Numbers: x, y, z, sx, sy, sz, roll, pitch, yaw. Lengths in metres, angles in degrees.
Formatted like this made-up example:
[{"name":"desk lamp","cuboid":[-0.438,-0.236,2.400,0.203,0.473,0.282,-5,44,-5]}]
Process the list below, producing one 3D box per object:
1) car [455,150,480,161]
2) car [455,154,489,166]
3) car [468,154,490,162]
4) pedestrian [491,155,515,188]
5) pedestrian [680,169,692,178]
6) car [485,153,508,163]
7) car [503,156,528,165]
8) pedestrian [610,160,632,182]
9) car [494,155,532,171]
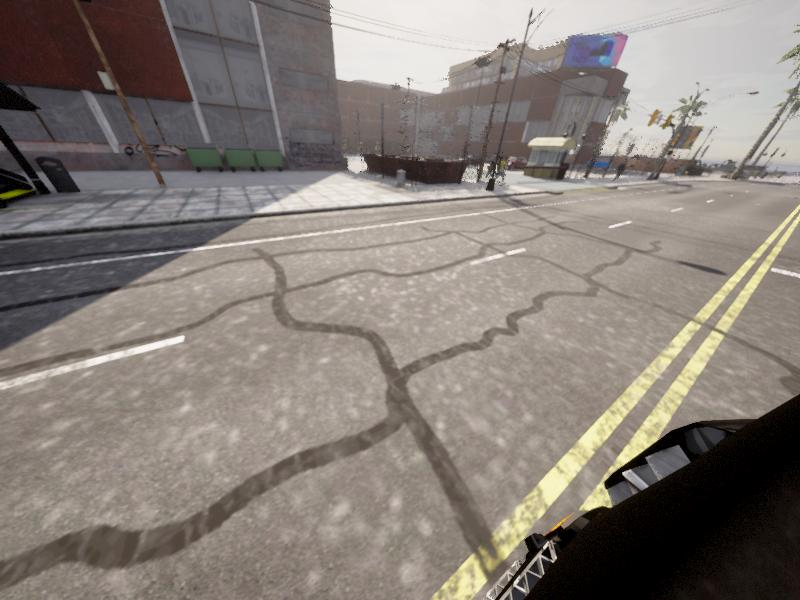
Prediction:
[{"name":"car","cuboid":[16.726,-35.547,57.012,5.566,2.045,2.435,-17,38,-27]},{"name":"car","cuboid":[11.664,-22.624,37.405,5.008,1.535,2.097,-17,38,-27]},{"name":"car","cuboid":[18.712,-33.665,54.814,4.786,1.482,2.161,-17,38,-27]},{"name":"pedestrian","cuboid":[6.839,-8.573,15.410,0.751,1.860,0.751,-17,38,-27]},{"name":"pedestrian","cuboid":[40.649,-17.925,32.796,0.500,1.100,0.500,-13,37,-23]},{"name":"car","cuboid":[21.361,-31.390,51.143,4.553,1.767,2.185,-17,38,-27]},{"name":"car","cuboid":[23.927,-28.828,47.776,4.674,1.452,2.002,-17,38,-27]},{"name":"pedestrian","cuboid":[22.492,-13.166,23.538,0.751,1.860,0.751,-18,39,-29]},{"name":"car","cuboid":[15.689,-19.024,32.056,4.553,1.767,2.185,-17,38,-27]}]
